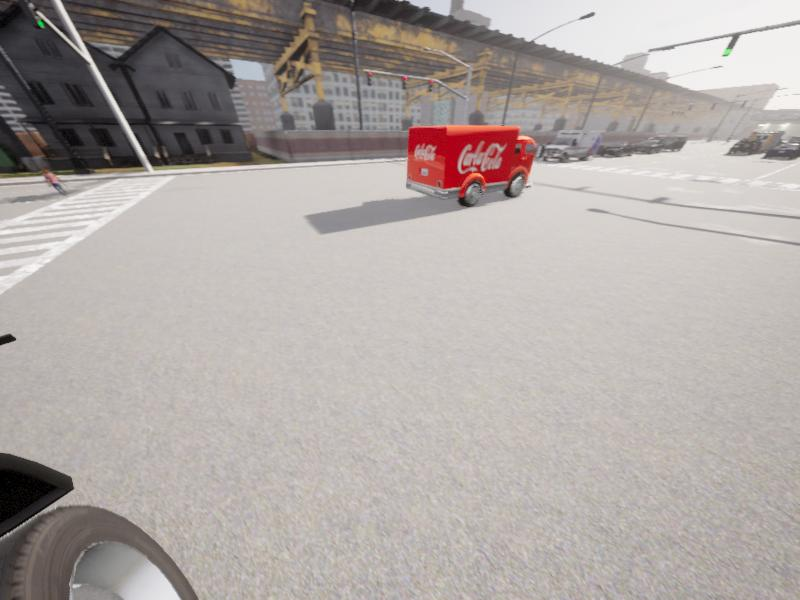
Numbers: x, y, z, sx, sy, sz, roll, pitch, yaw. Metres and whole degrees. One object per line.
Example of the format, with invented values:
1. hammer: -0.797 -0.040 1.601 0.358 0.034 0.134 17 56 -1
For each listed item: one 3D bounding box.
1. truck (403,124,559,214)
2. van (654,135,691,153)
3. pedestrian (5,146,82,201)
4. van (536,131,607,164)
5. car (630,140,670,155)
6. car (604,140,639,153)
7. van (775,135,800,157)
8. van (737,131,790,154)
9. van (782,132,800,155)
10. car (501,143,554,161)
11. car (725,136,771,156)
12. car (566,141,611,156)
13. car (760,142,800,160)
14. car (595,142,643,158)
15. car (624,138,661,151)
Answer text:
1. truck: 3.049 -5.404 9.226 5.204 2.467 2.627 -19 40 -25
2. van: 39.740 -22.791 33.670 4.442 1.987 1.775 -19 40 -24
3. pedestrian: -14.408 -5.160 9.444 0.751 1.860 0.751 -24 42 -30
4. van: 16.570 -14.820 22.305 6.366 2.431 2.351 -20 40 -25
5. car: 33.137 -20.283 30.633 4.892 1.490 1.837 -19 40 -24
6. car: 32.047 -22.232 33.457 4.181 1.385 1.994 -20 40 -25
7. van: 47.332 -18.320 27.415 4.442 1.987 1.775 -19 40 -24
8. van: 50.363 -21.928 32.049 6.366 2.431 2.351 -19 40 -24
9. van: 53.205 -20.598 30.090 5.915 2.561 1.988 -19 40 -24
10. car: 13.501 -15.756 24.506 5.357 1.411 2.033 -19 40 -24
11. car: 43.512 -19.311 28.907 4.605 1.855 1.932 -19 40 -24
12. car: 24.194 -19.492 29.657 5.357 1.411 2.033 -19 40 -24
13. car: 41.035 -15.865 24.561 4.181 1.385 1.994 -19 40 -24
14. car: 25.708 -17.646 27.083 5.357 1.411 2.033 -19 40 -25
15. car: 38.003 -24.433 36.233 4.611 1.667 2.242 -19 40 -24
